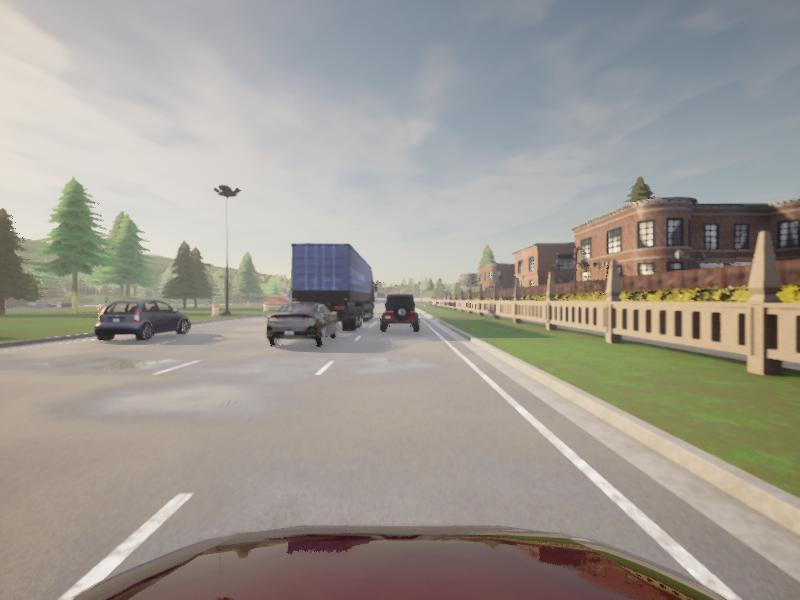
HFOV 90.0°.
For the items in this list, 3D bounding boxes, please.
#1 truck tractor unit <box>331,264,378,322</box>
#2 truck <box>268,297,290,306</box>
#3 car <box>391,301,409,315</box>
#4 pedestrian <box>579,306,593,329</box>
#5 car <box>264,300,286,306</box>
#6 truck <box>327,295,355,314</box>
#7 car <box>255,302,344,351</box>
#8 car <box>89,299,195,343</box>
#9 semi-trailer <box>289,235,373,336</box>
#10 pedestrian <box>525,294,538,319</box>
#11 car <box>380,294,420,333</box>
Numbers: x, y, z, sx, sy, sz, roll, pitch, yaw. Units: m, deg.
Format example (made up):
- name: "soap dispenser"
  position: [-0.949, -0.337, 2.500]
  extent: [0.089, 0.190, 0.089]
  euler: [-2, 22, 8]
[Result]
- name: "truck tractor unit"
  position: [-3.504, -0.536, 32.501]
  extent: [3.053, 4.208, 6.516]
  euler: [0, 1, 0]
- name: "truck"
  position: [-33.556, 0.311, 110.806]
  extent: [5.204, 2.467, 2.627]
  euler: [0, 0, 1]
- name: "car"
  position: [0.002, 0.835, 45.040]
  extent: [1.970, 1.475, 3.806]
  euler: [0, 0, 0]
- name: "pedestrian"
  position: [9.254, 0.857, 19.938]
  extent: [0.500, 1.100, 0.500]
  euler: [0, 0, 6]
- name: "car"
  position: [-33.574, 0.778, 107.307]
  extent: [5.366, 1.575, 1.801]
  euler: [0, 0, 1]
- name: "truck"
  position: [-6.996, 0.523, 47.975]
  extent: [2.390, 2.098, 6.274]
  euler: [0, 0, 0]
- name: "car"
  position: [-3.499, 0.832, 15.042]
  extent: [2.128, 1.511, 4.902]
  euler: [0, 0, 0]
- name: "car"
  position: [-10.497, 0.782, 16.678]
  extent: [1.851, 1.617, 3.988]
  euler: [0, 0, 0]
- name: "semi-trailer"
  position: [-3.499, -0.626, 24.591]
  extent: [2.717, 4.402, 14.254]
  euler: [0, 0, 0]
- name: "pedestrian"
  position: [9.855, 0.473, 30.084]
  extent: [0.751, 1.860, 0.751]
  euler: [0, 0, 3]
- name: "car"
  position: [0.002, 0.638, 21.131]
  extent: [1.905, 1.878, 3.866]
  euler: [0, 0, 0]
